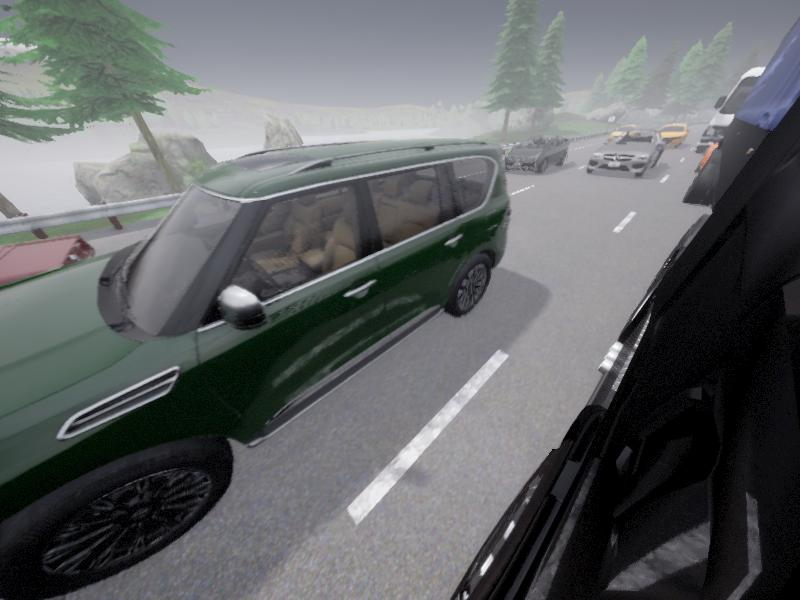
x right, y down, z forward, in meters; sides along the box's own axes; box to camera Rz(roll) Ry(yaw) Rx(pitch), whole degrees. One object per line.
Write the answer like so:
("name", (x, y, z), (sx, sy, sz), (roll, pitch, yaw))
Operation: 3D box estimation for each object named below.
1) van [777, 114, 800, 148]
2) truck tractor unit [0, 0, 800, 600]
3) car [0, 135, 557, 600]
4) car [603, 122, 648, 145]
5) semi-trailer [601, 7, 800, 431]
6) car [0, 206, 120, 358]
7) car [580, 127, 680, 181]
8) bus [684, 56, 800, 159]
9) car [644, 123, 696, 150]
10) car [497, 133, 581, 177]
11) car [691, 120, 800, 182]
("van", (29.698, -12.283, 16.578), (4.442, 1.987, 1.775), (-30, 45, -31))
("truck tractor unit", (2.645, -0.295, 0.352), (6.516, 4.208, 3.053), (-28, 44, -30))
("car", (-0.901, -0.416, 2.517), (5.566, 2.045, 2.150), (-30, 45, -32))
("car", (22.305, -16.455, 22.808), (5.366, 1.575, 1.801), (-30, 45, -31))
("semi-trailer", (8.532, -3.718, 4.378), (14.254, 4.402, 2.717), (-30, 44, -31))
("car", (-6.708, 0.374, 2.405), (4.718, 1.301, 1.895), (-30, 45, -31))
("car", (11.077, -7.145, 11.098), (5.027, 1.651, 2.152), (-30, 45, -31))
("bus", (23.585, -12.465, 15.268), (10.273, 4.253, 3.944), (-30, 45, -31))
("car", (22.116, -13.468, 18.915), (5.008, 1.535, 1.882), (-30, 45, -32))
("car", (7.421, -7.860, 12.316), (4.514, 1.525, 2.007), (-30, 45, -32))
("car", (15.164, -6.691, 10.173), (4.553, 1.767, 2.097), (-31, 46, -31))
